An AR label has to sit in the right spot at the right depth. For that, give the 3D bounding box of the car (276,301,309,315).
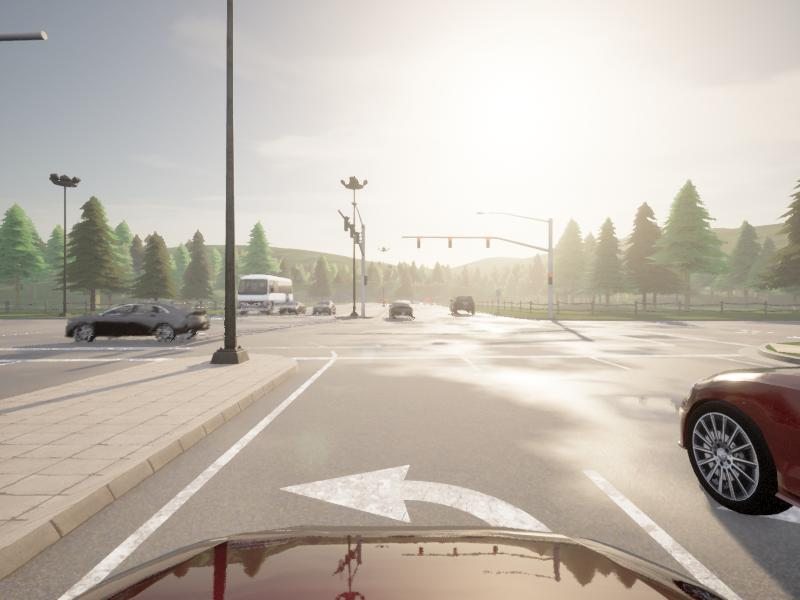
[{"bbox_3d":[-11.492,0.857,43.184,2.033,1.411,5.357,0,0,0],"label":"car"}]

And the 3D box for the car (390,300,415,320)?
[{"bbox_3d":[0.121,0.816,34.956,1.837,1.490,4.892,-1,1,-4],"label":"car"}]

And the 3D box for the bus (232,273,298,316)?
[{"bbox_3d":[-14.869,-0.573,45.259,3.944,4.253,10.273,0,0,0],"label":"bus"}]

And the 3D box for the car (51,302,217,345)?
[{"bbox_3d":[-9.968,0.823,15.351,4.902,1.511,2.128,0,0,-3],"label":"car"}]

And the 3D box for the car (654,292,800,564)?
[{"bbox_3d":[3.500,0.779,1.307,2.152,1.651,5.027,0,0,0],"label":"car"}]

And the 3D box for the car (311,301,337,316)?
[{"bbox_3d":[-7.991,0.807,42.501,1.837,1.490,4.892,0,0,0],"label":"car"}]

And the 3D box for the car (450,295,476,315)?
[{"bbox_3d":[6.942,0.529,44.685,2.150,2.045,5.566,0,0,2],"label":"car"}]
